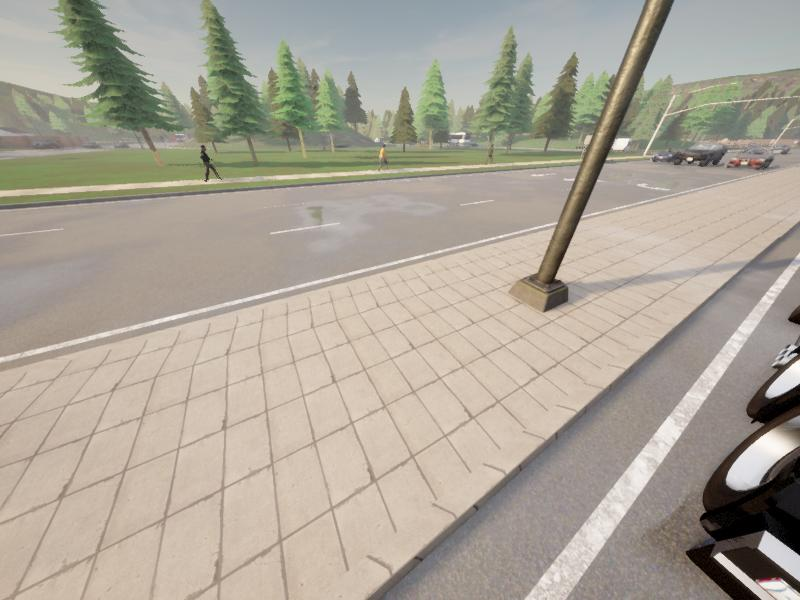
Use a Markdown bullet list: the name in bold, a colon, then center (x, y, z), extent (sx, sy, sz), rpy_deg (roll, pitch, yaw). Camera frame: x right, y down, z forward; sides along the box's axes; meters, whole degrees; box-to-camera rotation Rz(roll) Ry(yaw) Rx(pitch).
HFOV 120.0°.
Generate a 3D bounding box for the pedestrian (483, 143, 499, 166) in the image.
- **pedestrian**: center (8.903, -14.284, 22.645), extent (0.751, 1.860, 0.751), rpy_deg (-17, 38, -23)

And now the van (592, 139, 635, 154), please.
- **van**: center (45.943, -33.335, 49.973), extent (1.988, 2.561, 5.915), rpy_deg (-17, 39, -24)

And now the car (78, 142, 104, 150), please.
- **car**: center (-71.839, -35.916, 53.726), extent (1.837, 1.490, 4.892), rpy_deg (-18, 39, -24)

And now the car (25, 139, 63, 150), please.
- **car**: center (-77.927, -34.185, 50.724), extent (2.150, 2.045, 5.566), rpy_deg (-18, 39, -24)

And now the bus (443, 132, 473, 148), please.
- **bus**: center (20.132, -56.514, 81.596), extent (3.944, 4.253, 10.273), rpy_deg (-17, 39, -24)

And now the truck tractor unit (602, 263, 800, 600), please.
- **truck tractor unit**: center (5.109, -0.303, 0.783), extent (6.516, 4.208, 3.053), rpy_deg (-18, 39, -24)

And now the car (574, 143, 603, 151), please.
- **car**: center (47.981, -39.097, 59.083), extent (1.930, 1.638, 5.238), rpy_deg (-17, 39, -24)

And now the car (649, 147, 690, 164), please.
- **car**: center (33.524, -18.064, 28.792), extent (3.988, 1.617, 1.851), rpy_deg (-18, 39, -24)

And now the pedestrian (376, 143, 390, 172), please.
- **pedestrian**: center (-1.255, -10.901, 17.710), extent (0.751, 1.860, 0.751), rpy_deg (-17, 38, -23)

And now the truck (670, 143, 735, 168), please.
- **truck**: center (32.647, -15.682, 24.934), extent (6.274, 2.098, 2.390), rpy_deg (-18, 39, -24)

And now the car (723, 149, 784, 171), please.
- **car**: center (34.935, -13.920, 22.838), extent (5.027, 1.651, 2.152), rpy_deg (-18, 39, -24)

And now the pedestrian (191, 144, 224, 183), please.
- **pedestrian**: center (-10.955, -7.821, 13.212), extent (0.751, 1.860, 0.751), rpy_deg (-18, 39, -24)
